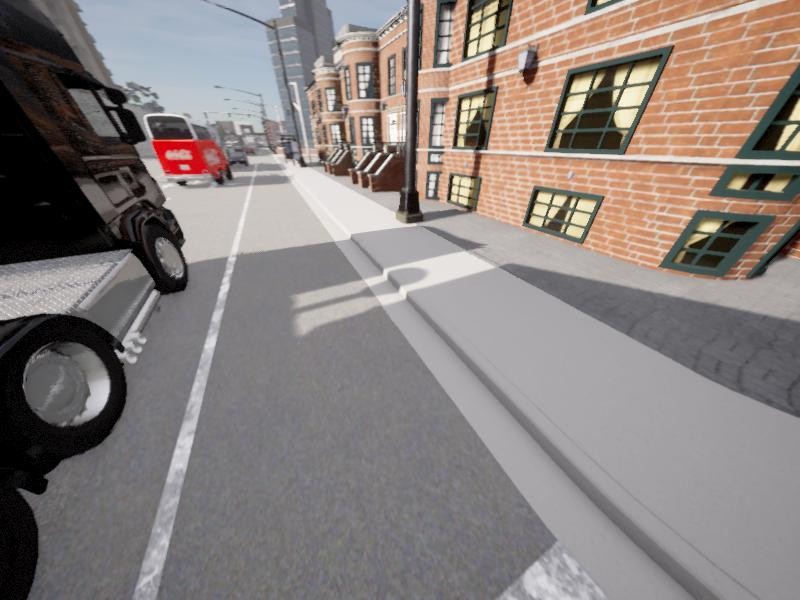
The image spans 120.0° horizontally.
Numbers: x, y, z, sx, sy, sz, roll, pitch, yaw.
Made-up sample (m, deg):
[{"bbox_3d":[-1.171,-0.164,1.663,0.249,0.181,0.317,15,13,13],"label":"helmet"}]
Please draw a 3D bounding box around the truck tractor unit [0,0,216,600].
[{"bbox_3d":[-4.318,-0.727,1.411,3.053,4.208,6.516,-16,38,-22],"label":"truck tractor unit"}]

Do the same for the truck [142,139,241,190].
[{"bbox_3d":[-13.161,-9.143,15.313,2.627,2.467,5.204,-9,36,-14],"label":"truck"}]

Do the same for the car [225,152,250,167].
[{"bbox_3d":[-19.578,-17.080,27.996,1.895,1.301,4.718,-15,37,-22],"label":"car"}]

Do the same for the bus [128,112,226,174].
[{"bbox_3d":[-21.485,-15.828,23.518,3.944,4.253,10.273,-16,37,-22],"label":"bus"}]
